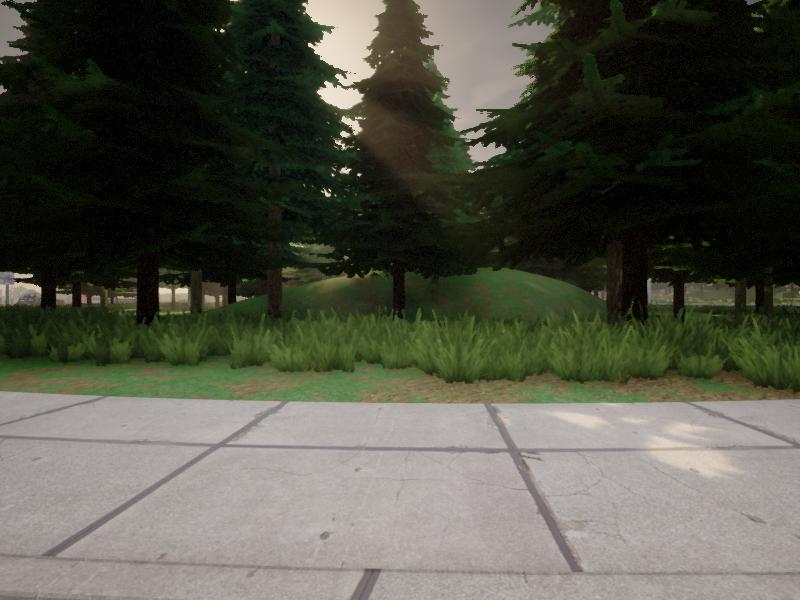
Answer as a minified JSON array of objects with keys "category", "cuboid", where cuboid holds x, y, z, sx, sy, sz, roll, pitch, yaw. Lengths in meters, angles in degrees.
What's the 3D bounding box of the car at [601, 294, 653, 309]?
[{"category":"car","cuboid":[26.421,0.176,46.762,2.033,1.649,4.856,0,0,-30]}]
